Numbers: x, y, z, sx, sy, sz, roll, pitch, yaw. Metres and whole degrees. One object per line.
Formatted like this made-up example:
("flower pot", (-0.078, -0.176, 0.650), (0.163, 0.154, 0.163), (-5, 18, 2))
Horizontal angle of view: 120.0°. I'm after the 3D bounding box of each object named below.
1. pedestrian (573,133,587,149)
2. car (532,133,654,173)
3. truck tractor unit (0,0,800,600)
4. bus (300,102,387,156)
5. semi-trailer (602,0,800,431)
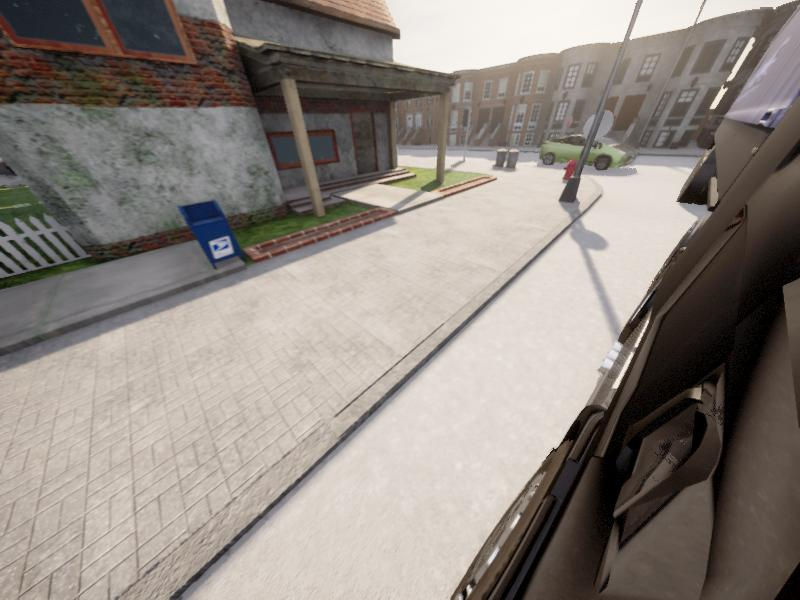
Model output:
("pedestrian", (15.352, -13.565, 19.701), (0.500, 1.100, 0.500), (-32, 46, -33))
("car", (10.201, -8.222, 12.734), (2.007, 1.525, 4.514), (-21, 41, -23))
("truck tractor unit", (2.645, -0.295, 0.351), (6.516, 4.208, 3.053), (-28, 44, -30))
("bus", (-6.617, -19.362, 26.450), (10.273, 4.253, 3.944), (29, 47, 35))
("semi-trailer", (8.467, -3.753, 4.443), (14.254, 4.402, 2.717), (-31, 45, -32))
